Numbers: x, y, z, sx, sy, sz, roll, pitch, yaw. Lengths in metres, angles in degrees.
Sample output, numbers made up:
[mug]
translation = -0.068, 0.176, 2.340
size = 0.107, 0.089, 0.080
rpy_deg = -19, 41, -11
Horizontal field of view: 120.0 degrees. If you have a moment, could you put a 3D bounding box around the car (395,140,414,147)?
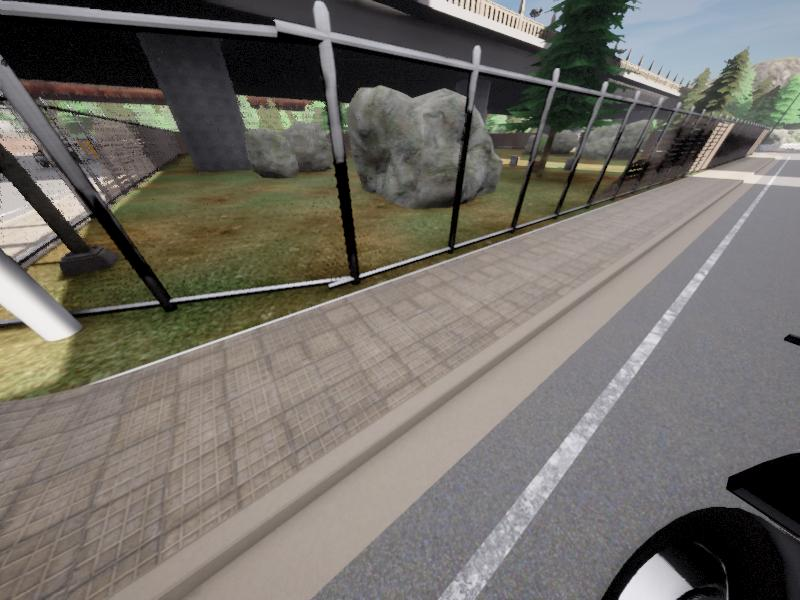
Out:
[car]
translation = 1.389, -46.618, 68.963
size = 5.238, 1.638, 1.930
rpy_deg = -14, 37, -19
